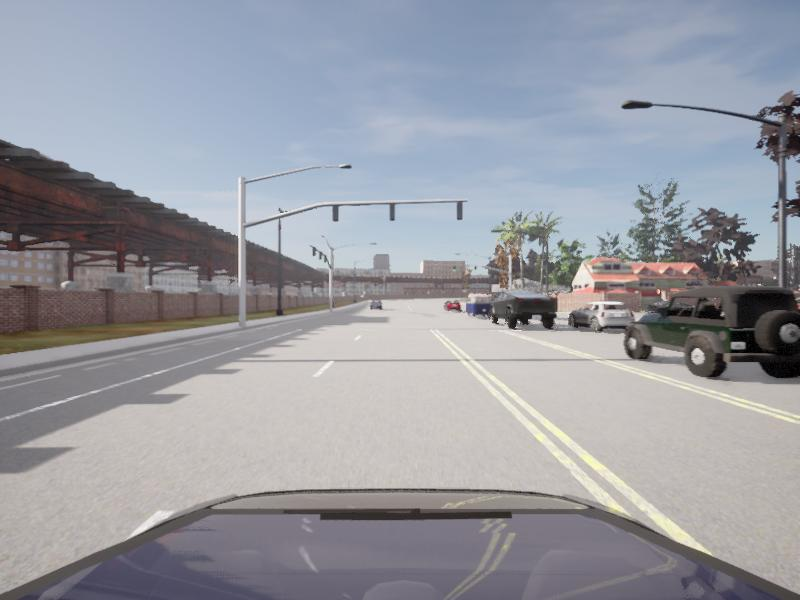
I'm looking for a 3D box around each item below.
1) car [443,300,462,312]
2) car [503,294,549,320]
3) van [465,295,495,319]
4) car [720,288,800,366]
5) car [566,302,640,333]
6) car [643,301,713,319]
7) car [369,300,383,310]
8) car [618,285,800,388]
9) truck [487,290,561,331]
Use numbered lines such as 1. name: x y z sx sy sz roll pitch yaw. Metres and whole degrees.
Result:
1. car: 6.996 0.756 53.509 2.007 1.525 4.514 0 0 0
2. car: 10.493 0.553 33.873 2.150 2.045 5.566 0 0 0
3. van: 6.995 0.583 35.489 1.775 1.987 4.442 0 0 0
4. car: 10.493 0.652 9.587 1.932 1.855 4.605 0 0 -1
5. car: 10.500 0.850 21.082 1.970 1.475 3.806 0 0 0
6. car: 24.139 0.845 34.818 4.892 1.490 1.837 0 0 -1
7. car: -3.508 0.705 59.346 1.845 1.501 3.633 0 1 0
8. car: 7.009 0.647 9.185 1.905 1.878 3.866 0 0 0
9. truck: 6.997 0.539 23.528 2.390 2.098 6.274 0 0 0
